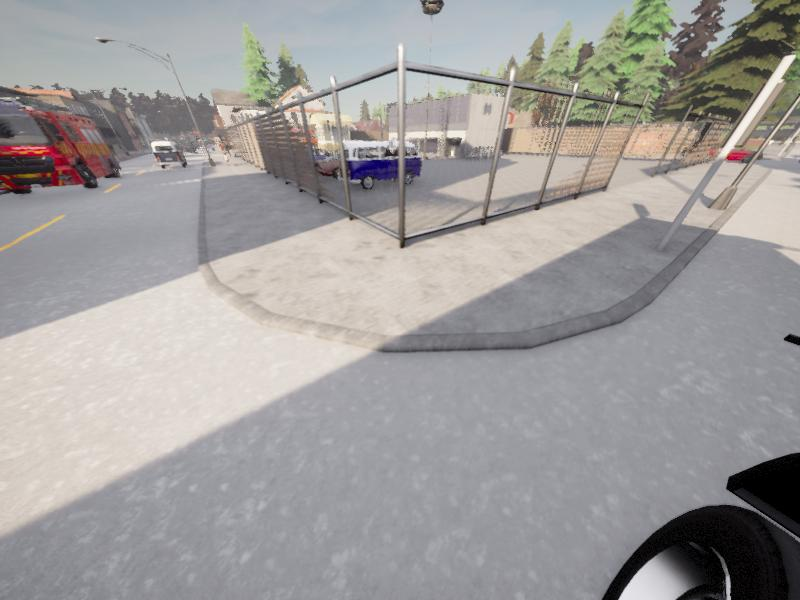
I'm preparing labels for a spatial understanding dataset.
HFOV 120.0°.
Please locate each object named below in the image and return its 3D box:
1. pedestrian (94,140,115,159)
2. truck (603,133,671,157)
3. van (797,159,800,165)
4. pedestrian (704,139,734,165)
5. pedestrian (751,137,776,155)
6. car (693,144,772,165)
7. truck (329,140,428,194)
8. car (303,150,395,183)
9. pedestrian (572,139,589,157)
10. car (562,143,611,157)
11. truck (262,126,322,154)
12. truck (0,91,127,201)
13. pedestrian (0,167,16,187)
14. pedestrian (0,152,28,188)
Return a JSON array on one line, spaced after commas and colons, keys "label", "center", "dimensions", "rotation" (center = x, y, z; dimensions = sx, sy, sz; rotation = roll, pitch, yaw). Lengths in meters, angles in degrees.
[{"label": "pedestrian", "center": [-34.987, -17.814, 27.400], "dimensions": [0.751, 1.860, 0.751], "rotation": [-29, 44, -35]}, {"label": "truck", "center": [30.815, -20.367, 30.346], "dimensions": [2.627, 2.467, 5.204], "rotation": [-22, 40, -27]}, {"label": "van", "center": [39.138, -13.847, 21.000], "dimensions": [5.915, 2.561, 1.988], "rotation": [-22, 41, -28]}, {"label": "pedestrian", "center": [27.698, -12.889, 20.088], "dimensions": [0.751, 1.860, 0.751], "rotation": [-28, 44, -34]}, {"label": "pedestrian", "center": [46.020, -19.475, 29.285], "dimensions": [0.751, 1.860, 0.751], "rotation": [20, 40, 26]}, {"label": "car", "center": [32.750, -14.494, 22.892], "dimensions": [1.816, 1.474, 4.193], "rotation": [-24, 42, -30]}, {"label": "truck", "center": [-1.002, -7.121, 12.123], "dimensions": [4.478, 2.038, 2.069], "rotation": [-22, 41, -28]}, {"label": "car", "center": [-3.134, -8.784, 15.038], "dimensions": [5.357, 1.415, 2.033], "rotation": [-22, 41, -28]}, {"label": "pedestrian", "center": [21.830, -18.403, 27.953], "dimensions": [0.751, 1.860, 0.751], "rotation": [-22, 41, -28]}, {"label": "car", "center": [25.295, -20.503, 31.499], "dimensions": [1.812, 1.442, 4.674], "rotation": [-22, 41, -28]}, {"label": "truck", "center": [-18.917, -28.466, 41.090], "dimensions": [8.468, 3.827, 2.891], "rotation": [-22, 41, -28]}, {"label": "truck", "center": [-19.325, -8.463, 12.748], "dimensions": [2.891, 3.827, 8.468], "rotation": [-22, 41, -28]}, {"label": "pedestrian", "center": [-22.045, -7.015, 12.197], "dimensions": [0.751, 1.860, 0.751], "rotation": [-17, 39, -23]}, {"label": "pedestrian", "center": [-21.366, -7.016, 12.193], "dimensions": [0.751, 1.860, 0.751], "rotation": [-7, 36, -10]}]
